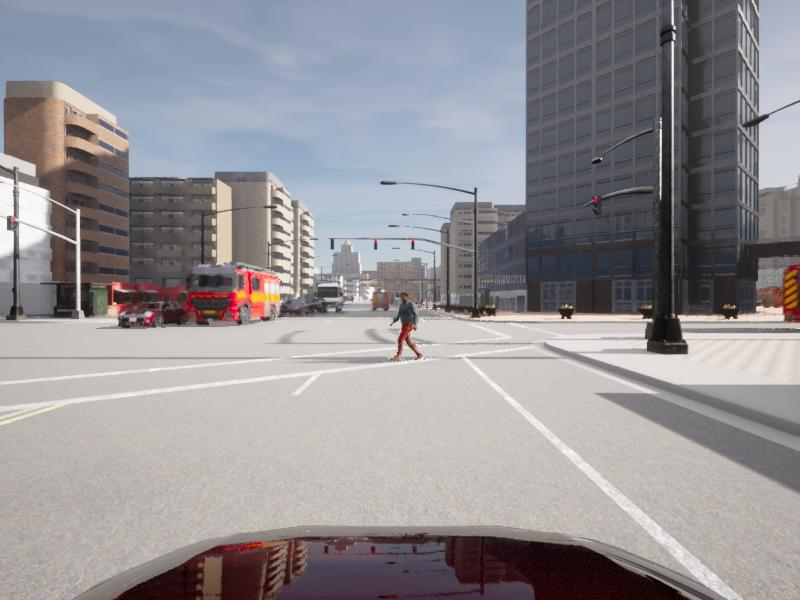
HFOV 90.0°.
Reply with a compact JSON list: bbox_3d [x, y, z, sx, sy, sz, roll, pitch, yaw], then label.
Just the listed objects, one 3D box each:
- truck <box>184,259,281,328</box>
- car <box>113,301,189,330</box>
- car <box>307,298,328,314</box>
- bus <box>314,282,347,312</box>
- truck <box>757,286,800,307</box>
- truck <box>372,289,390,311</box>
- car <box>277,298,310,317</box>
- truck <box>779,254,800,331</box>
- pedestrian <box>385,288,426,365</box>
[{"bbox_3d":[-10.507,-0.360,26.345,2.891,3.827,8.468,0,0,0],"label":"truck"},{"bbox_3d":[-14.005,0.817,22.807,1.970,1.475,3.806,0,0,0],"label":"car"},{"bbox_3d":[-10.535,0.756,51.066,1.905,1.878,3.866,0,-1,0],"label":"car"},{"bbox_3d":[-10.552,-0.317,61.738,3.944,4.253,10.273,0,-1,-4],"label":"bus"},{"bbox_3d":[71.877,-0.664,74.837,2.891,3.827,8.468,0,0,2],"label":"truck"},{"bbox_3d":[-3.501,0.025,75.380,2.891,3.827,8.468,0,-1,0],"label":"truck"},{"bbox_3d":[-10.501,0.706,39.805,2.097,1.767,4.553,0,0,0],"label":"car"},{"bbox_3d":[24.101,-0.379,19.456,8.468,3.827,2.891,0,0,1],"label":"truck"},{"bbox_3d":[0.129,0.635,10.090,0.751,1.860,0.751,0,0,-31],"label":"pedestrian"}]
